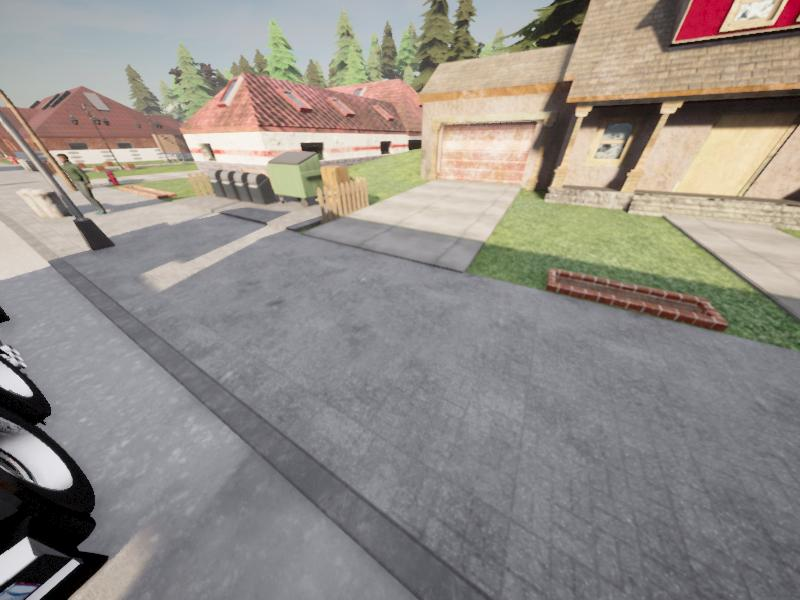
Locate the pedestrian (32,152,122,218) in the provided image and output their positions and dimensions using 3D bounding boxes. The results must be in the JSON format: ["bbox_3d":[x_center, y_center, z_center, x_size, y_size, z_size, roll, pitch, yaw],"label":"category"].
[{"bbox_3d":[-10.674,-3.842,7.743,0.751,1.860,0.751,9,36,13],"label":"pedestrian"}]

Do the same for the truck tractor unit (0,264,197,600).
[{"bbox_3d":[-5.109,-0.303,0.776,6.516,4.208,3.053,18,39,24],"label":"truck tractor unit"}]
